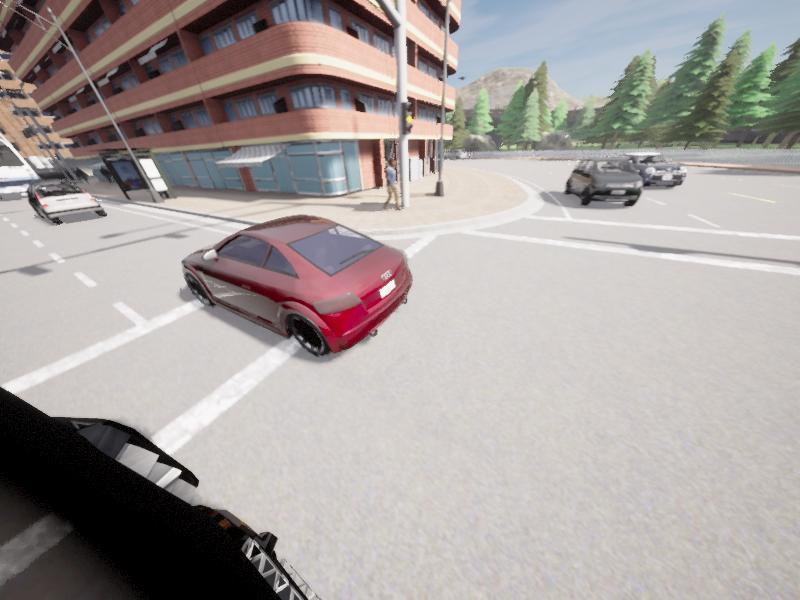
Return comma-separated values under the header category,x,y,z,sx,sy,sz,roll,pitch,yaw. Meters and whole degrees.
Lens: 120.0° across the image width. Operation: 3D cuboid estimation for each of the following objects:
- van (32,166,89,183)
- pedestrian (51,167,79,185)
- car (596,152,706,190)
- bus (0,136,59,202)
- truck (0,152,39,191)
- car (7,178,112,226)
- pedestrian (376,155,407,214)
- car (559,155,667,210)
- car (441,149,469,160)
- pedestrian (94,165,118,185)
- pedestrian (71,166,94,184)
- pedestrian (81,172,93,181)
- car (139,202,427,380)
category,x,y,z,sx,sy,sz,roll,pitch,yaw
van,-53.184,-19.759,36.306,1.775,1.987,4.442,16,38,26
pedestrian,-39.420,-14.593,27.204,0.751,1.860,0.751,-6,33,-5
car,12.884,-6.967,12.319,1.970,1.475,3.806,3,34,9
bus,-35.404,-11.229,19.913,10.273,4.253,3.944,16,37,26
truck,-48.949,-15.712,28.135,8.468,3.827,2.891,27,44,37
car,-16.512,-4.870,11.238,3.988,1.617,1.851,16,37,26
pedestrian,-0.281,-4.308,8.643,0.751,1.860,0.751,17,38,27
car,8.248,-4.938,9.485,1.789,1.549,3.705,8,35,16
car,10.288,-27.315,43.409,2.242,1.667,4.611,-25,39,-31
pedestrian,-31.513,-13.386,24.785,0.751,1.860,0.751,16,37,26
pedestrian,-37.970,-14.942,27.632,0.751,1.860,0.751,16,37,26
pedestrian,-43.043,-16.962,31.783,0.500,1.100,0.500,15,37,25
car,-1.888,-0.641,3.900,4.181,1.385,1.994,15,37,27
